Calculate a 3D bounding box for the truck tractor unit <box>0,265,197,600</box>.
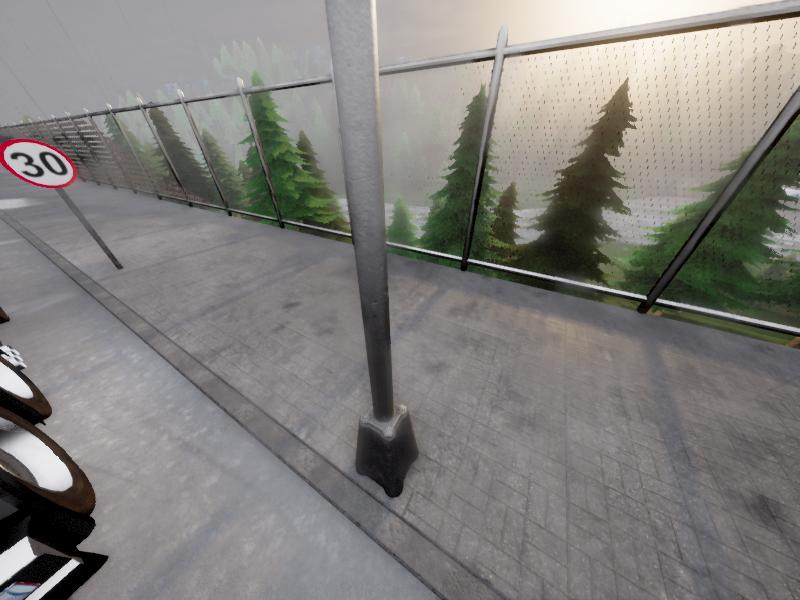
[{"bbox_3d":[-5.113,-0.299,0.778,6.516,4.208,3.053,18,39,24],"label":"truck tractor unit"}]
